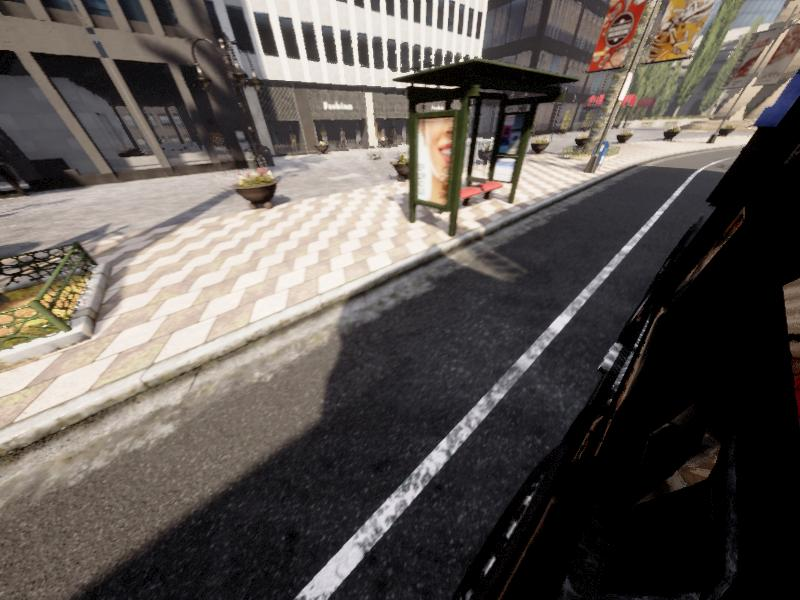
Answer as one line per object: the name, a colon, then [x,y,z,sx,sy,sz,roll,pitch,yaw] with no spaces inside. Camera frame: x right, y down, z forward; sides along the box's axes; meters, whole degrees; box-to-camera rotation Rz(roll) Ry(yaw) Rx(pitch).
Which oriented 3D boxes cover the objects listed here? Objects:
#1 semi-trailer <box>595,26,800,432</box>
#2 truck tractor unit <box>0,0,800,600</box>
semi-trailer: [8.834,-3.493,4.112,14.254,4.402,2.717,-26,43,-28]
truck tractor unit: [2.645,-0.295,0.352,6.516,4.208,3.053,-28,44,-30]
